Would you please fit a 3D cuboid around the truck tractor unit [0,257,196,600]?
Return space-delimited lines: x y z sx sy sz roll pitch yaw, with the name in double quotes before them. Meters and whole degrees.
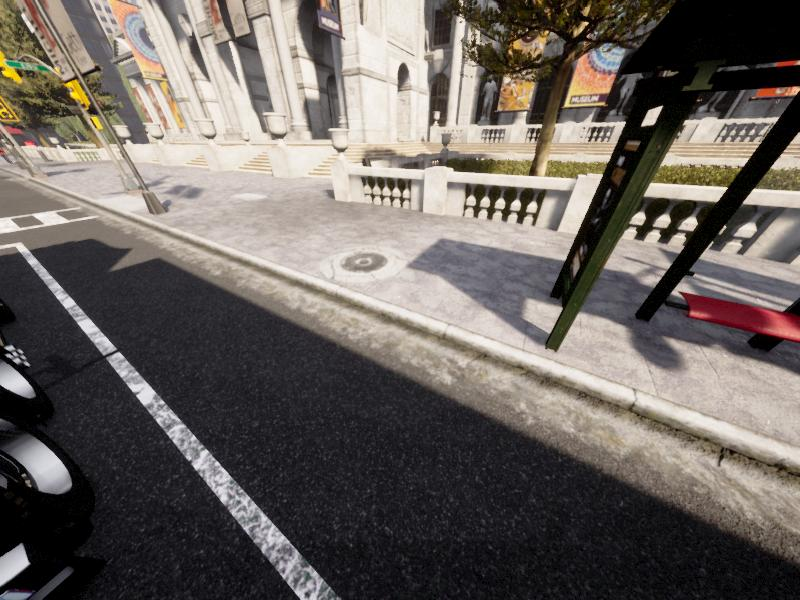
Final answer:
"truck tractor unit" -5.099 -0.313 0.797 6.516 4.208 3.053 19 39 25

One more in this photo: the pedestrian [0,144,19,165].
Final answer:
"pedestrian" -42.436 -15.585 24.747 0.751 1.860 0.751 -28 44 -34
